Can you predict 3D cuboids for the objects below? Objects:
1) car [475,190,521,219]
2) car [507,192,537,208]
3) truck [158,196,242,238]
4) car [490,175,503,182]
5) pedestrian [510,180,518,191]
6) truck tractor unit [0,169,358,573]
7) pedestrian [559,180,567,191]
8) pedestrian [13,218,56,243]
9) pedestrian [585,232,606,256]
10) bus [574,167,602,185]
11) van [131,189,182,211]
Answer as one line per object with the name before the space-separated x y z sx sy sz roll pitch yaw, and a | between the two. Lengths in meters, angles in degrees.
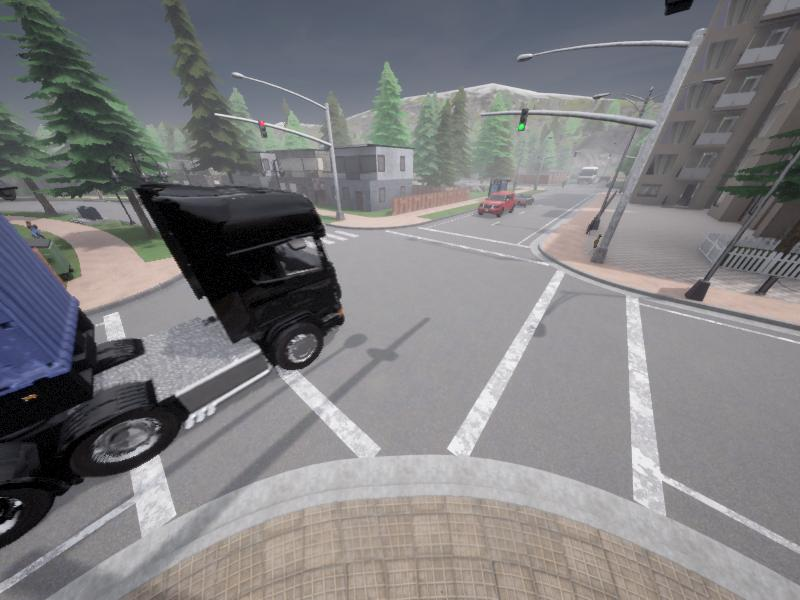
car | 10.071 -9.866 23.608 2.150 2.045 5.566 24 38 35
car | 15.349 -12.575 28.979 1.994 1.385 4.181 24 38 35
truck | -15.490 -6.599 17.860 6.274 2.098 2.390 18 34 28
car | 29.590 -37.325 71.038 1.932 1.855 4.605 23 37 34
pedestrian | 21.779 -21.807 44.124 0.751 1.860 0.751 21 36 32
truck tractor unit | -4.473 0.109 4.150 3.053 4.208 6.516 24 38 35
pedestrian | 33.182 -23.251 46.929 0.751 1.860 0.751 24 38 36
pedestrian | -22.758 -4.357 14.423 0.751 1.300 0.751 -19 35 -30
pedestrian | 10.370 -2.979 12.278 0.500 1.100 0.500 20 36 31
bus | 53.958 -35.694 66.140 3.944 4.253 10.273 24 38 35
van | -28.193 -11.691 26.791 4.442 1.987 1.775 10 31 17
